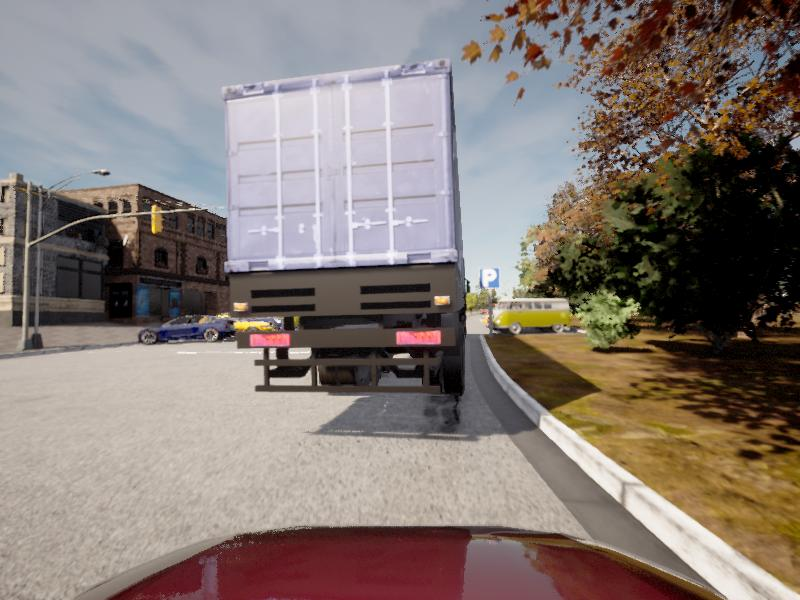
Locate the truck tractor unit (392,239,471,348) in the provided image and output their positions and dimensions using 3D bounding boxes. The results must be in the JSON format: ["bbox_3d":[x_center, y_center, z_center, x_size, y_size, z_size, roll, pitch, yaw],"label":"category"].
[{"bbox_3d":[1.786,-0.183,18.994,3.053,4.208,6.516,-1,-1,10],"label":"truck tractor unit"}]

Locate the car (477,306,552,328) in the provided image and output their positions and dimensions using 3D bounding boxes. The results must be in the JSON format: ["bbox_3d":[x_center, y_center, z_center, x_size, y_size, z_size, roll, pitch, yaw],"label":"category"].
[{"bbox_3d":[8.990,1.286,31.538,5.366,1.575,1.946,0,-1,-8],"label":"car"}]

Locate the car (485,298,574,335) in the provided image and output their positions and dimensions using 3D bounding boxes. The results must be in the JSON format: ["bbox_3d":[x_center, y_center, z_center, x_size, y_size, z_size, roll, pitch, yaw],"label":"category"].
[{"bbox_3d":[7.309,0.901,22.844,4.442,1.987,1.878,0,-1,-9],"label":"car"}]

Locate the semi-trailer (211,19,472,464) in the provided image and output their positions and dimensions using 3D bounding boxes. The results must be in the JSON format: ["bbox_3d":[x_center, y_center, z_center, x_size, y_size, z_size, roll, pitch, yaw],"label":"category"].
[{"bbox_3d":[0.461,-0.427,11.194,2.717,4.402,14.254,-2,-1,9],"label":"semi-trailer"}]

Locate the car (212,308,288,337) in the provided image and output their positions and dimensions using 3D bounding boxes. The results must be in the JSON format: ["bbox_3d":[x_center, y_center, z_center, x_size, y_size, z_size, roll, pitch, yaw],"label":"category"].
[{"bbox_3d":[-10.307,1.536,27.757,4.553,1.767,2.185,-2,-2,-9],"label":"car"}]

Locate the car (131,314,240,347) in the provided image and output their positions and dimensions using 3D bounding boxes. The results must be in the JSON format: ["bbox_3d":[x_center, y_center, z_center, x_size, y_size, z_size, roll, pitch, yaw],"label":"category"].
[{"bbox_3d":[-11.564,1.587,21.899,4.792,1.488,2.163,-2,-1,-10],"label":"car"}]

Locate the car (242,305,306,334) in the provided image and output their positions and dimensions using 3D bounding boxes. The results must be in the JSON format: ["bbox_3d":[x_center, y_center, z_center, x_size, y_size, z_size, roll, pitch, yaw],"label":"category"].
[{"bbox_3d":[-9.577,1.488,30.746,4.442,1.987,1.878,-2,-2,-9],"label":"car"}]

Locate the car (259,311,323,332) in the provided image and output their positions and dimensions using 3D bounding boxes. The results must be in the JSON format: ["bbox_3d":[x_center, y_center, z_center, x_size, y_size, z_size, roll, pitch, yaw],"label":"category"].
[{"bbox_3d":[-9.082,1.775,33.680,4.892,1.521,2.231,-2,-2,-9],"label":"car"}]

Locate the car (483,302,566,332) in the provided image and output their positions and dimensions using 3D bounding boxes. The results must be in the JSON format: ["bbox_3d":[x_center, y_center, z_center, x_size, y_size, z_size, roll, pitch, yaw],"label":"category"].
[{"bbox_3d":[7.955,1.055,25.765,4.553,1.767,2.185,0,-1,-9],"label":"car"}]

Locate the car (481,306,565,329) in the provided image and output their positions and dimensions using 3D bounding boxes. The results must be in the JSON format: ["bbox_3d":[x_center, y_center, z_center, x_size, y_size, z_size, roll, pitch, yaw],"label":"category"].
[{"bbox_3d":[8.756,1.230,28.696,5.366,1.575,1.946,0,-1,-8],"label":"car"}]

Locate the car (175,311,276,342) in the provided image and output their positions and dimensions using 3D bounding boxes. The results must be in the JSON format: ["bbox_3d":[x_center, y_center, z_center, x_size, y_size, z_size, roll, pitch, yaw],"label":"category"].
[{"bbox_3d":[-10.659,1.594,24.823,5.366,1.575,1.946,-2,-2,-10],"label":"car"}]
